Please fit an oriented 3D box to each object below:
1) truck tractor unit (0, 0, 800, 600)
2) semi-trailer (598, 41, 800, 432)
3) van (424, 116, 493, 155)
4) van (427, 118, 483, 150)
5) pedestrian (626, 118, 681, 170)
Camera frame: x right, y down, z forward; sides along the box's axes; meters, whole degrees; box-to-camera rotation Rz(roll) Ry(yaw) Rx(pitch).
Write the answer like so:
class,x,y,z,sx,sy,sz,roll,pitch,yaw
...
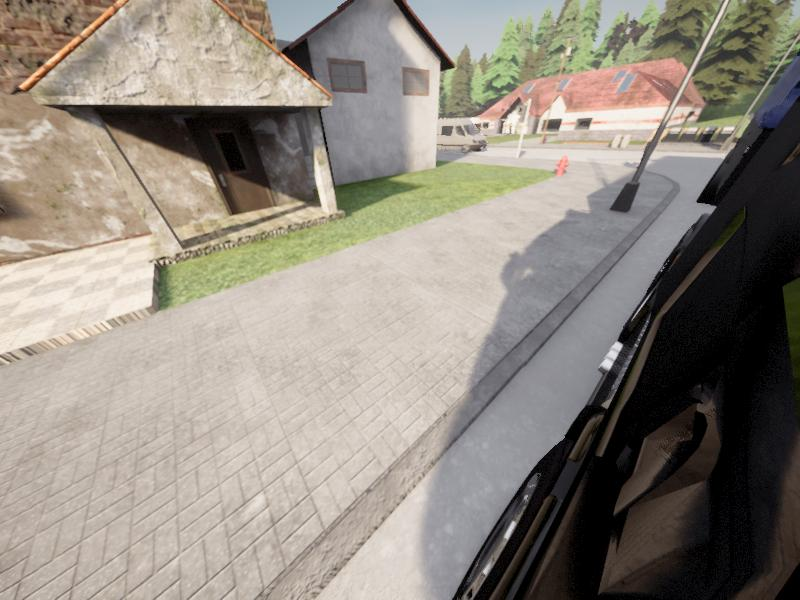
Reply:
class,x,y,z,sx,sy,sz,roll,pitch,yaw
truck tractor unit,2.645,-0.295,0.352,6.516,4.208,3.053,-28,44,-30
semi-trailer,8.682,-3.629,4.225,14.254,4.402,2.717,-28,44,-30
van,5.092,-15.045,21.191,1.988,2.561,5.915,-29,44,-30
van,5.809,-18.231,25.375,1.988,2.561,5.915,-27,43,-29
pedestrian,11.275,-6.943,10.369,0.751,1.860,0.751,9,39,16
